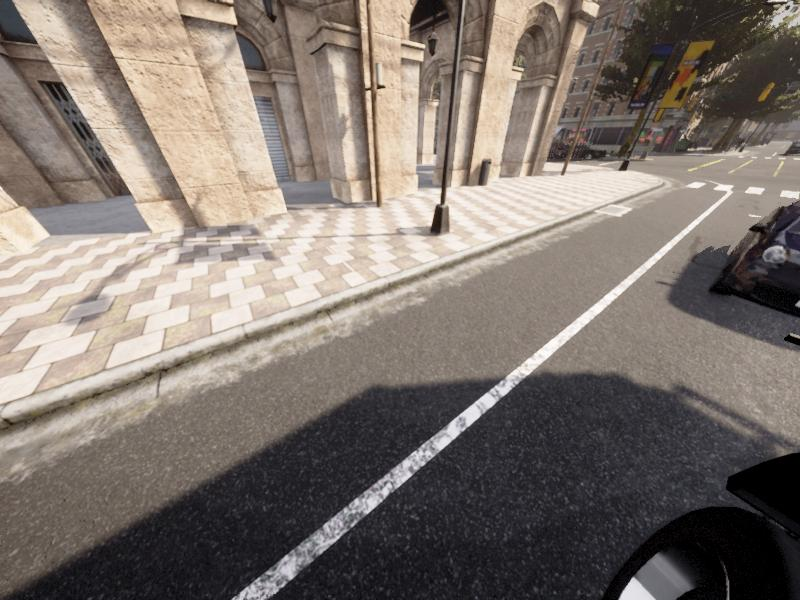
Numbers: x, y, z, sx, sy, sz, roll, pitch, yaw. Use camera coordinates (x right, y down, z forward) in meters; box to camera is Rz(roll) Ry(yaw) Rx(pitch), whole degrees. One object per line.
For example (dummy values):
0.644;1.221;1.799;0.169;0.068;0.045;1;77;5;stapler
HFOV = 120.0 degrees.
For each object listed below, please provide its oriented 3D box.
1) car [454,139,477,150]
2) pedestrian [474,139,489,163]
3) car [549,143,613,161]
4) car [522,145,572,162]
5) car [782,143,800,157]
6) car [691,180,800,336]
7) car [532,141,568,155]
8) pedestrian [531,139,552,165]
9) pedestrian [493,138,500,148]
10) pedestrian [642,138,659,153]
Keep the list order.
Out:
14.249;-34.055;50.480;1.932;1.855;4.605;-22;41;-28;car
7.926;-14.458;22.437;0.751;1.860;0.751;-26;43;-32;pedestrian
20.757;-17.243;26.788;1.930;1.638;5.238;-22;40;-28;car
16.746;-16.888;26.550;1.994;1.385;4.181;-22;41;-28;car
52.418;-19.668;30.201;4.181;1.385;1.994;-23;41;-28;car
6.847;-0.790;3.652;3.633;1.501;1.845;-22;41;-28;car
22.963;-23.385;35.513;1.851;1.617;3.988;-22;41;-28;car
12.588;-13.192;20.606;0.751;1.860;0.751;-12;37;-16;pedestrian
22.148;-36.119;53.055;0.751;1.860;0.751;-25;42;-31;pedestrian
37.763;-23.358;34.839;0.751;1.860;0.751;-16;38;-21;pedestrian
